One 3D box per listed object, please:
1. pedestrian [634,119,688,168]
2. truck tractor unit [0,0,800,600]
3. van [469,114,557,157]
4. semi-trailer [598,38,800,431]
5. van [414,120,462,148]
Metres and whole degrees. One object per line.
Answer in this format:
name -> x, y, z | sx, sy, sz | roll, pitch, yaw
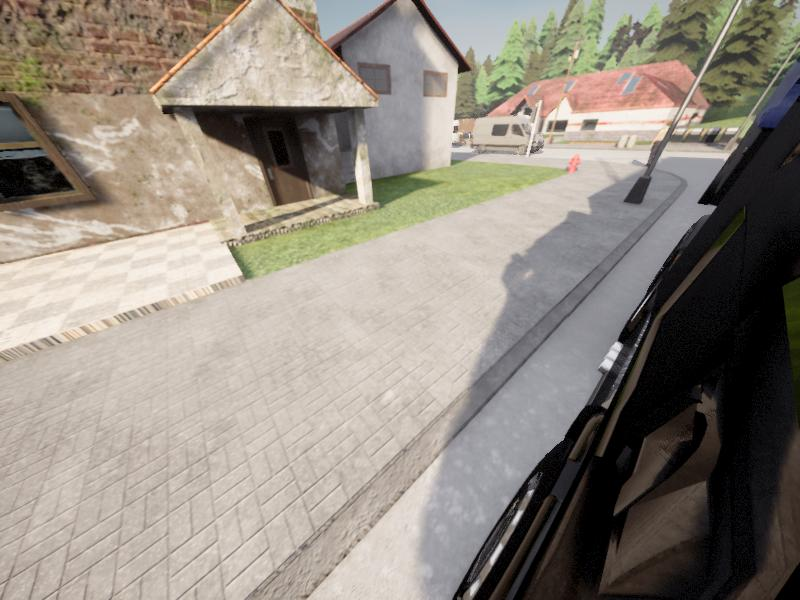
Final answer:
pedestrian -> 12.263, -7.363, 10.944 | 0.751, 1.860, 0.751 | 9, 38, 16
truck tractor unit -> 2.645, -0.295, 0.351 | 6.516, 4.208, 3.053 | -28, 44, -30
van -> 8.923, -13.587, 19.123 | 1.988, 2.561, 5.915 | -28, 44, -30
semi-trailer -> 8.712, -3.597, 4.213 | 14.254, 4.402, 2.717 | -28, 44, -30
van -> 4.454, -20.407, 28.517 | 1.988, 2.561, 5.915 | -27, 42, -29
